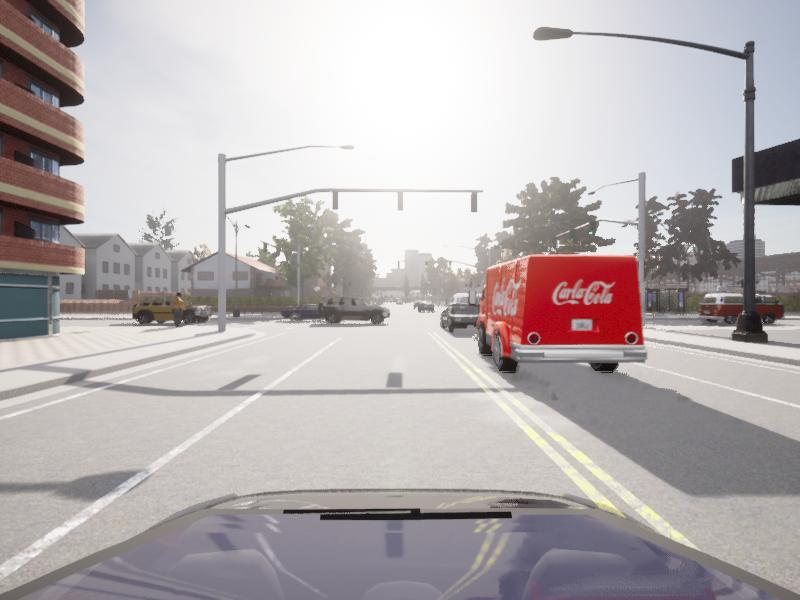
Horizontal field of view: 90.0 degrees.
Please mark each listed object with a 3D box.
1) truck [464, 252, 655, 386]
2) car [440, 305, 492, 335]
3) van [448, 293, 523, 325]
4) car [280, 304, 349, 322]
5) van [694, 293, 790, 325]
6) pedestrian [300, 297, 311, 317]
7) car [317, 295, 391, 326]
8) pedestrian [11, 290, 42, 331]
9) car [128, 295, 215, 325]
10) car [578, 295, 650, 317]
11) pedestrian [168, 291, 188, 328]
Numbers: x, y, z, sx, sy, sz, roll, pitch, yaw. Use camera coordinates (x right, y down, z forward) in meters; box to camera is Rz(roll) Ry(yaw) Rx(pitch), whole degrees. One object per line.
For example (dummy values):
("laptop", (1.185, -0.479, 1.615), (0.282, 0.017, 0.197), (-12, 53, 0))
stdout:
("truck", (3.371, 0.357, 9.980), (2.627, 2.467, 5.204), (0, 0, -1))
("car", (3.254, 0.944, 20.743), (1.895, 1.301, 4.718), (0, 0, 0))
("van", (5.510, 0.574, 26.279), (4.480, 2.038, 2.069), (0, 0, 0))
("car", (-6.268, 0.944, 29.828), (4.718, 1.301, 1.895), (0, 0, 0))
("van", (22.281, 0.571, 26.197), (4.480, 2.038, 2.069), (0, 0, 0))
("pedestrian", (-8.638, 0.638, 36.677), (0.751, 1.860, 0.751), (0, 0, 7))
("car", (-2.961, 0.646, 26.313), (4.605, 1.855, 1.932), (1, 0, 0))
("pedestrian", (-17.198, 0.469, 18.433), (0.751, 1.860, 0.751), (0, 0, -1))
("car", (-14.939, 0.655, 26.364), (4.605, 1.855, 1.932), (0, 0, 0))
("car", (20.090, 0.568, 37.719), (5.566, 2.045, 2.150), (0, 0, 0))
("pedestrian", (-11.426, 0.485, 20.580), (0.751, 1.860, 0.751), (0, 0, 44))
